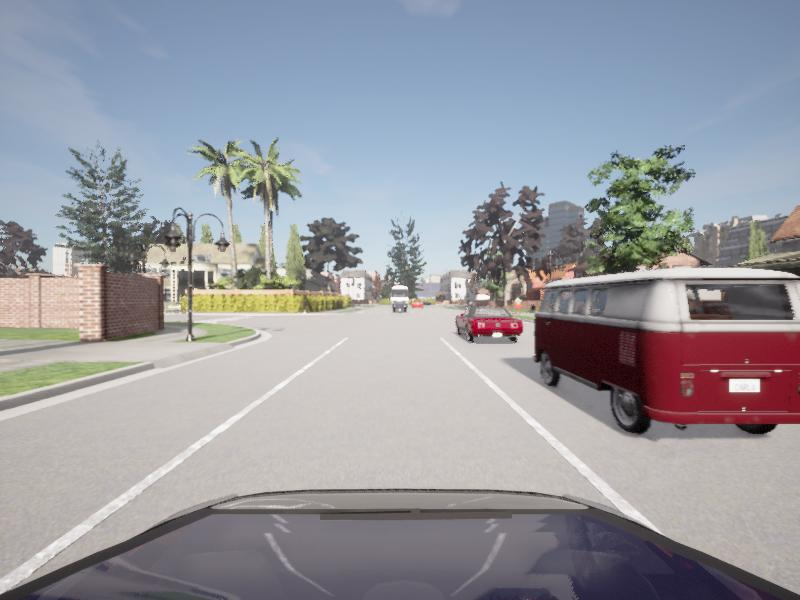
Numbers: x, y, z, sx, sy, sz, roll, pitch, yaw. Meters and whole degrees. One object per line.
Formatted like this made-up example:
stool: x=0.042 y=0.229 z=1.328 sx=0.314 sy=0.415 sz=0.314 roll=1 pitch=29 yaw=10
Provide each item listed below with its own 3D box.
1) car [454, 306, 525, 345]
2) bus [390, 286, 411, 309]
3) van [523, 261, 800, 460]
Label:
car: x=3.489 y=0.948 z=16.563 sx=1.895 sy=1.301 sz=4.718 roll=0 pitch=0 yaw=0
bus: x=0.082 y=-0.517 z=78.409 sx=3.944 sy=4.253 sz=10.273 roll=0 pitch=0 yaw=0
van: x=3.494 y=0.601 z=6.227 sx=1.775 sy=1.987 sz=4.442 roll=0 pitch=0 yaw=0
